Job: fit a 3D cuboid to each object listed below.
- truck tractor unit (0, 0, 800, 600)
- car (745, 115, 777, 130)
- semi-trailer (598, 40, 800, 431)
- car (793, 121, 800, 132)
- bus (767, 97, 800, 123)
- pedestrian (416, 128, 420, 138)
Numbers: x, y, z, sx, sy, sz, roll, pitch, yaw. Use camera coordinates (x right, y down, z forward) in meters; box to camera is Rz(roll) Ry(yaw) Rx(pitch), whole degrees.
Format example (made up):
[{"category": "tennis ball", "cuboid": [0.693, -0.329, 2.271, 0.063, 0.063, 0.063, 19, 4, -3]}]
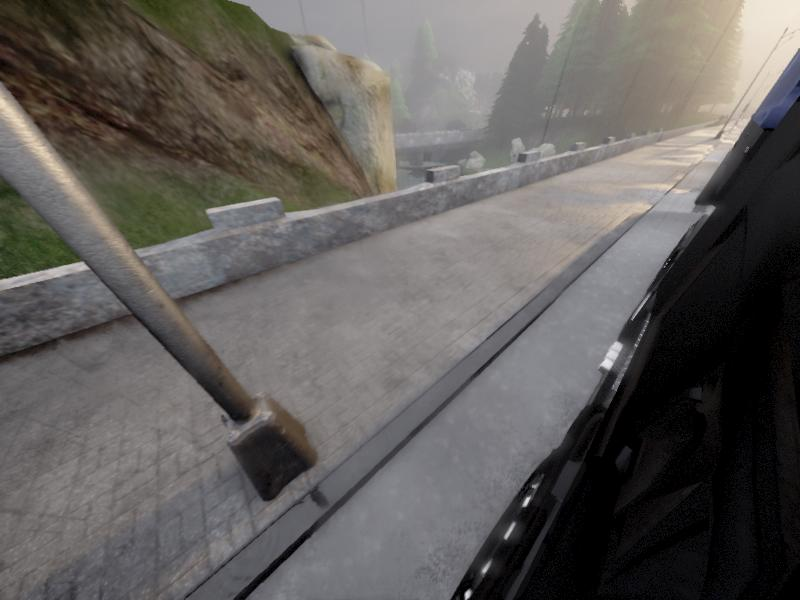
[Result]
[{"category": "truck tractor unit", "cuboid": [2.645, -0.295, 0.351, 6.516, 4.208, 3.053, -28, 44, -30]}, {"category": "car", "cuboid": [53.021, -26.070, 33.996, 3.988, 1.617, 1.851, -28, 44, -30]}, {"category": "semi-trailer", "cuboid": [8.678, -3.609, 4.261, 14.254, 4.402, 2.717, -28, 44, -30]}, {"category": "car", "cuboid": [50.226, -21.394, 27.954, 4.974, 1.542, 2.038, -28, 43, -30]}, {"category": "bus", "cuboid": [90.031, -43.791, 53.246, 10.273, 4.253, 3.944, -28, 44, -30]}, {"category": "pedestrian", "cuboid": [4.105, -37.889, 52.504, 0.751, 1.860, 0.751, -28, 44, -30]}]
